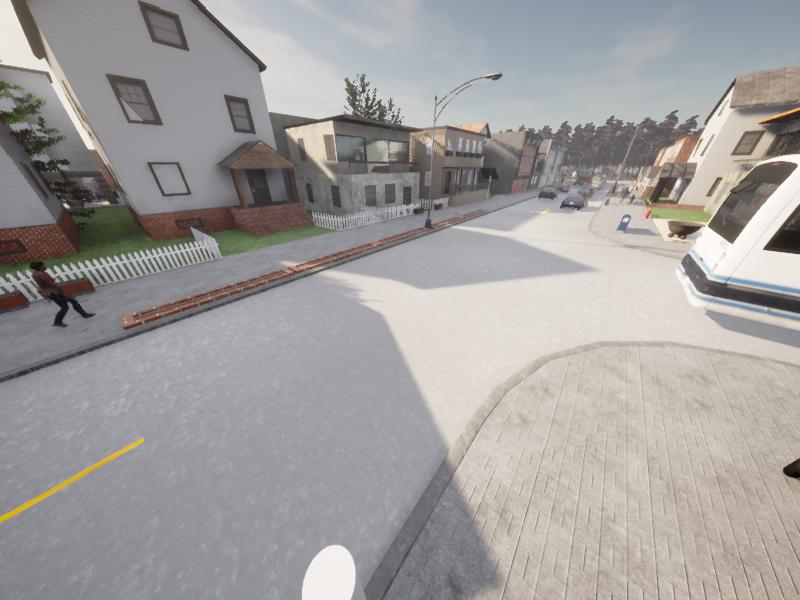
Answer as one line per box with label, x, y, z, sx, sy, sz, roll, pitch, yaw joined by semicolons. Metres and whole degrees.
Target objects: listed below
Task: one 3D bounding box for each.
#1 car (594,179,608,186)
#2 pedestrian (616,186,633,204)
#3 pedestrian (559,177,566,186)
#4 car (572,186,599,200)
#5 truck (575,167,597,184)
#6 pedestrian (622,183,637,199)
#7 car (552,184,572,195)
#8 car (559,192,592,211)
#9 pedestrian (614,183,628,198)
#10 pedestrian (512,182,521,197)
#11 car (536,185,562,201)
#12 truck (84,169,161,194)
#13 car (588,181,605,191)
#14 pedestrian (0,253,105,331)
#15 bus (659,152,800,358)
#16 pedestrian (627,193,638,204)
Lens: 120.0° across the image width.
car;49.588;-28.949;56.850;1.895;1.301;4.718;25;38;36
pedestrian;26.803;-12.540;27.609;0.751;1.860;0.751;-25;38;-36
pedestrian;38.297;-28.052;54.476;0.751;1.860;0.751;-22;37;-33
car;27.090;-15.663;33.741;2.033;1.411;5.357;25;38;36
truck;50.469;-33.735;62.610;2.891;3.827;8.468;22;37;33
pedestrian;31.779;-15.055;31.964;0.751;1.860;0.751;-23;37;-34
car;27.844;-19.022;39.583;1.994;1.385;4.181;22;36;33
car;19.600;-11.074;25.818;1.994;1.385;4.181;25;38;36
pedestrian;31.032;-15.345;32.467;0.751;1.860;0.751;-25;38;-36
pedestrian;17.300;-16.484;34.439;0.751;1.860;0.751;9;31;16
car;21.440;-15.475;33.168;1.930;1.638;5.238;22;37;33
truck;-52.657;-22.893;44.261;2.891;3.827;8.468;23;37;34
car;39.410;-22.890;46.209;1.812;1.442;4.674;24;38;35
pedestrian;-9.263;-0.207;6.248;0.751;1.860;0.751;13;33;22
bus;13.215;-0.239;4.167;10.273;4.253;3.944;23;37;34
pedestrian;27.830;-12.124;27.649;0.500;1.100;0.500;18;34;28
